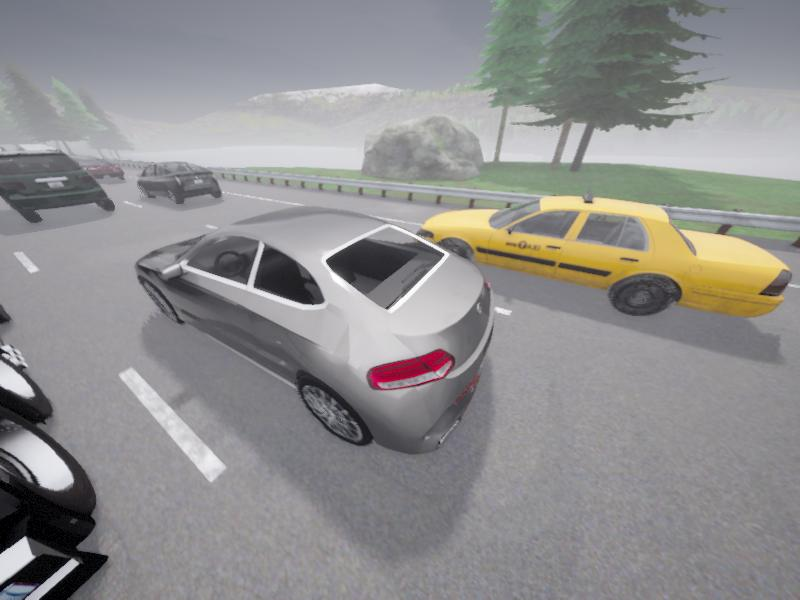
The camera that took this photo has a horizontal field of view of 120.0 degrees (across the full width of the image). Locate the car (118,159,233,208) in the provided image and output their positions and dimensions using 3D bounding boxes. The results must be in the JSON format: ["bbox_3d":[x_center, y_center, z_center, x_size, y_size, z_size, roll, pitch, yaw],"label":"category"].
[{"bbox_3d":[-10.373,-5.539,10.722,4.514,1.525,2.007,18,39,25],"label":"car"}]

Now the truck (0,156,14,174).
[{"bbox_3d":[-37.443,-12.473,20.117,5.204,2.467,2.627,18,39,24],"label":"truck"}]

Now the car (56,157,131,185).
[{"bbox_3d":[-21.291,-9.019,16.026,4.718,1.301,1.895,18,39,25],"label":"car"}]

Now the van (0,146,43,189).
[{"bbox_3d":[-25.505,-8.392,14.513,4.480,2.038,2.069,18,39,24],"label":"van"}]

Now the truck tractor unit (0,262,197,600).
[{"bbox_3d":[-5.114,-0.297,0.783,6.516,4.208,3.053,18,39,24],"label":"truck tractor unit"}]

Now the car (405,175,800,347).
[{"bbox_3d":[2.876,-1.224,4.352,5.366,1.575,1.801,18,39,25],"label":"car"}]

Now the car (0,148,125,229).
[{"bbox_3d":[-13.485,-4.453,8.733,5.566,2.045,2.150,19,39,26],"label":"car"}]

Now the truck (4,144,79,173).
[{"bbox_3d":[-33.752,-13.429,21.774,6.274,2.098,2.390,18,39,24],"label":"truck"}]

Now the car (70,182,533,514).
[{"bbox_3d":[-1.380,-0.321,3.059,5.027,1.651,2.152,18,39,25],"label":"car"}]
